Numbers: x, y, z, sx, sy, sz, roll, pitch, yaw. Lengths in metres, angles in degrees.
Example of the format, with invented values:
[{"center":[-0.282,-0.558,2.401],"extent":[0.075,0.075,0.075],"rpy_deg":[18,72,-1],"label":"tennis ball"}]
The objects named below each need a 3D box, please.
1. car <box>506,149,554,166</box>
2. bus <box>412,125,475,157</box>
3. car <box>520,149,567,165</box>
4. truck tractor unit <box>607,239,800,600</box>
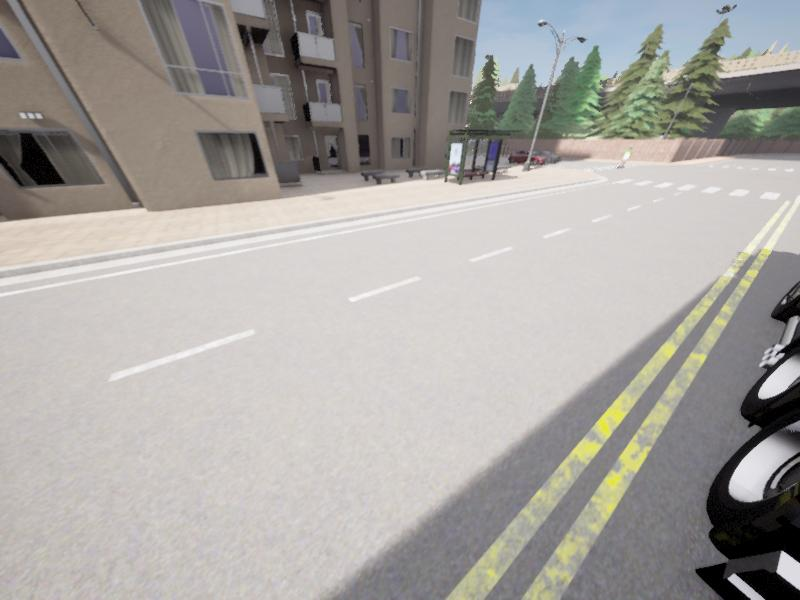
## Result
[{"center":[14.626,-16.201,26.195],"extent":[1.816,1.474,4.193],"rpy_deg":[-20,40,-27],"label":"car"},{"center":[7.475,-28.759,41.905],"extent":[10.273,4.253,3.944],"rpy_deg":[26,42,33],"label":"bus"},{"center":[17.327,-17.422,28.071],"extent":[1.994,1.385,4.181],"rpy_deg":[-21,40,-28],"label":"car"},{"center":[5.073,-0.330,0.863],"extent":[6.516,4.208,3.053],"rpy_deg":[-19,39,-26],"label":"truck tractor unit"}]
